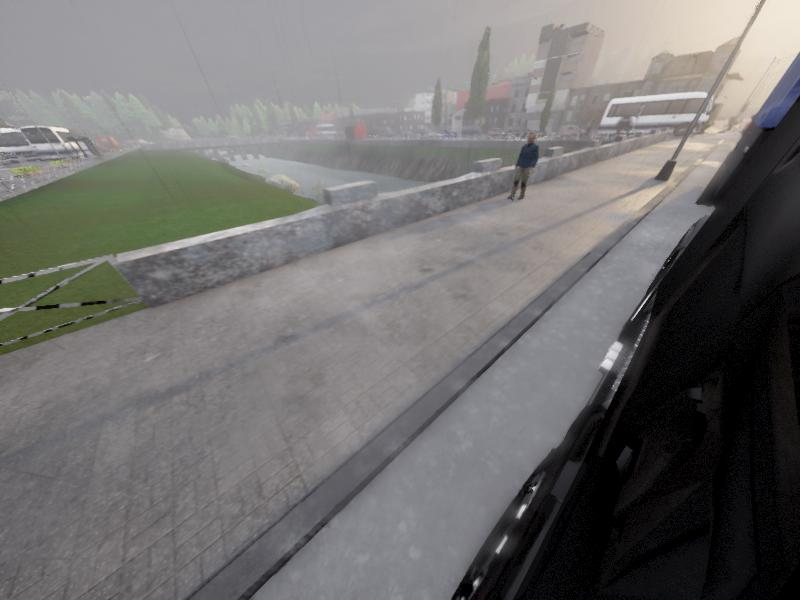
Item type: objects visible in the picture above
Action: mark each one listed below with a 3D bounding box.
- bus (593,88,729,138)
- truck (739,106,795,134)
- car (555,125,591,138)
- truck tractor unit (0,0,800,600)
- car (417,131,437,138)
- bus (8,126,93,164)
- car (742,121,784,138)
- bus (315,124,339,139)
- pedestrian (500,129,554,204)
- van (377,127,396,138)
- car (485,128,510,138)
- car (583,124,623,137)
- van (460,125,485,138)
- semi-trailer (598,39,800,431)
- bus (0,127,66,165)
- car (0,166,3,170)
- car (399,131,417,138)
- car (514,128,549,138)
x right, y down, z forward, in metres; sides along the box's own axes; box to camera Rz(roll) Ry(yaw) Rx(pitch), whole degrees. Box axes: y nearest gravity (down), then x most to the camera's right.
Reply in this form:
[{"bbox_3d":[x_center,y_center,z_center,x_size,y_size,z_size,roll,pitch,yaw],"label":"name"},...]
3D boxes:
[{"bbox_3d":[32.209,-23.346,29.439,3.944,4.253,10.273,-29,44,-31],"label":"bus"},{"bbox_3d":[44.857,-22.018,28.367,5.204,2.467,2.627,-28,43,-30],"label":"truck"},{"bbox_3d":[26.578,-25.936,35.589,1.970,1.475,3.806,-28,44,-30],"label":"car"},{"bbox_3d":[2.645,-0.295,0.351,6.516,4.208,3.053,-28,44,-30],"label":"truck tractor unit"},{"bbox_3d":[6.486,-39.585,55.312,1.895,1.301,4.718,-28,44,-30],"label":"car"},{"bbox_3d":[-53.735,-24.389,36.163,3.944,4.253,10.273,-28,44,-30],"label":"bus"},{"bbox_3d":[38.366,-18.087,24.471,4.718,1.301,1.895,-28,44,-30],"label":"car"},{"bbox_3d":[-27.735,-64.203,88.005,3.944,4.253,10.273,-28,44,-30],"label":"bus"},{"bbox_3d":[3.802,-4.038,7.062,0.751,1.860,0.751,-28,43,-30],"label":"pedestrian"},{"bbox_3d":[-3.909,-47.158,65.083,1.988,2.561,5.915,-28,44,-30],"label":"van"},{"bbox_3d":[18.351,-31.555,43.644,1.970,1.475,3.806,-28,44,-30],"label":"car"},{"bbox_3d":[31.439,-26.301,35.868,1.994,1.385,4.181,-28,44,-30],"label":"car"},{"bbox_3d":[14.736,-34.223,47.023,1.775,1.987,4.442,-28,44,-30],"label":"van"},{"bbox_3d":[8.696,-3.599,4.242,14.254,4.402,2.717,-28,44,-30],"label":"semi-trailer"},{"bbox_3d":[-58.544,-24.182,36.179,3.944,4.253,10.273,-28,44,-30],"label":"bus"},{"bbox_3d":[-46.514,-14.730,25.167,1.994,1.385,4.181,-28,43,-30],"label":"car"},{"bbox_3d":[2.006,-42.699,59.648,1.812,1.442,4.674,-28,44,-30],"label":"car"},{"bbox_3d":[22.498,-28.657,39.647,1.895,1.301,4.718,-28,44,-30],"label":"car"}]
